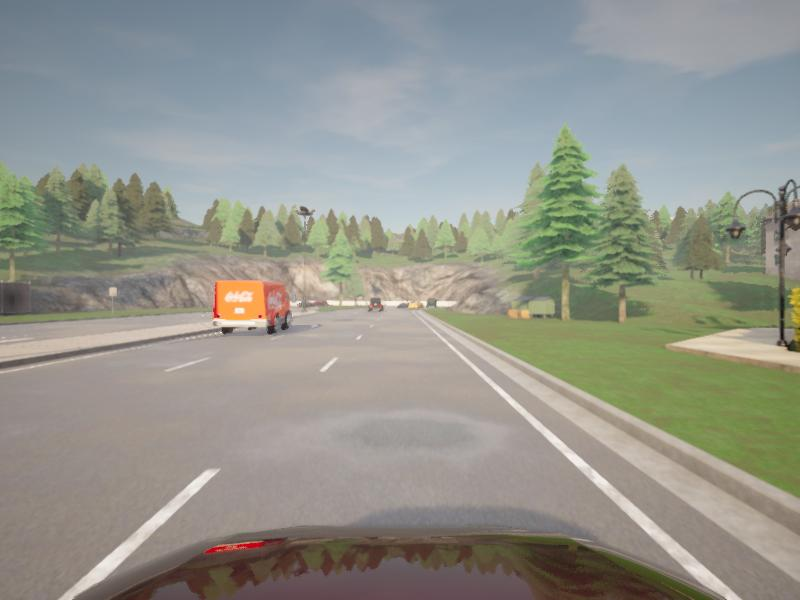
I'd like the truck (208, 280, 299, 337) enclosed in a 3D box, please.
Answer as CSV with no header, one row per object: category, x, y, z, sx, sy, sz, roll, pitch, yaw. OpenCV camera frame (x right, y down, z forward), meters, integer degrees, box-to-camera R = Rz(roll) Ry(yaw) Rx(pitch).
truck,-6.993,0.360,19.941,2.627,2.467,5.204,0,0,0

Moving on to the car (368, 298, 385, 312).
car,-3.249,0.655,55.336,1.905,1.878,3.866,0,0,2

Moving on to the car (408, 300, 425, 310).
car,2.871,0.812,68.789,1.801,1.575,5.366,0,0,16
